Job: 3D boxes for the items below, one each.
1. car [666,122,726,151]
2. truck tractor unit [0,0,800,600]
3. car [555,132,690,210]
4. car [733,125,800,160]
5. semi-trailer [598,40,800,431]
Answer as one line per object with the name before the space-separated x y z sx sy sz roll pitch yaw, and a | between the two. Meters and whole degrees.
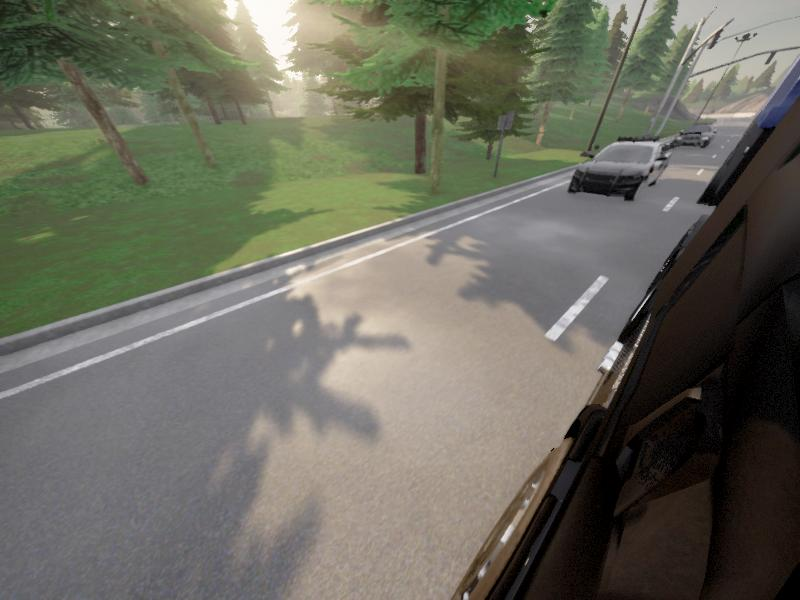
car | 23.341 -12.953 18.207 4.974 1.542 2.038 -28 44 -30
truck tractor unit | 2.645 -0.295 0.351 6.516 4.208 3.053 -28 44 -30
car | 7.960 -4.806 8.194 5.238 1.638 1.930 -28 44 -30
car | 21.918 -9.389 13.676 4.181 1.385 1.994 -28 44 -30
semi-trailer | 8.700 -3.603 4.228 14.254 4.402 2.717 -28 44 -30
